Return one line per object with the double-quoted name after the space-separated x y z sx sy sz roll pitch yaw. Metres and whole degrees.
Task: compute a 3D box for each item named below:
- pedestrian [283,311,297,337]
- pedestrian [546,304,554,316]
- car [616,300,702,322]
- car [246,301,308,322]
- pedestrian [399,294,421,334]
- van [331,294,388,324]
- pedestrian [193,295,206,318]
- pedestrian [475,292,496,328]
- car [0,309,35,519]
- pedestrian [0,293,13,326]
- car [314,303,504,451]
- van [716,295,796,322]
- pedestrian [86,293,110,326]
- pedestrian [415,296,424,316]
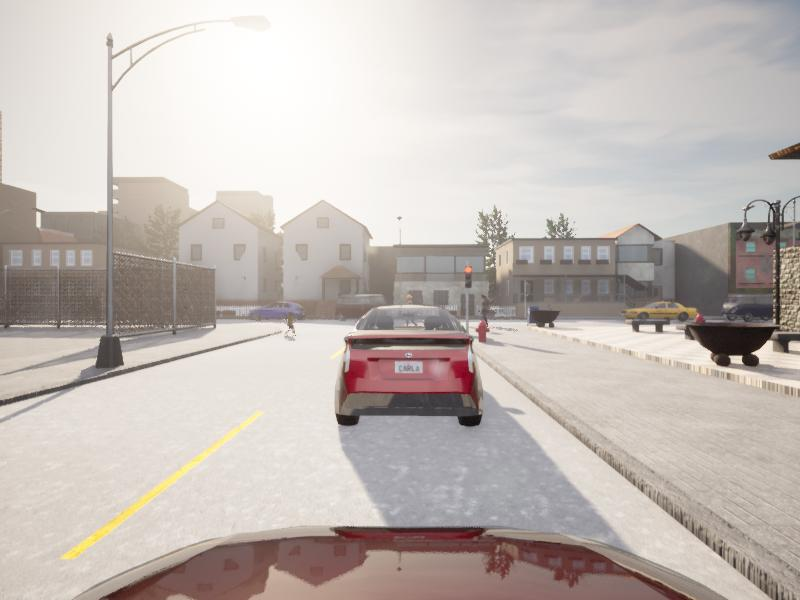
-4.698 1.017 17.079 0.500 1.100 0.500 0 0 -24 "pedestrian"
13.515 0.913 36.028 0.500 1.100 0.500 0 0 2 "pedestrian"
19.519 0.801 30.291 5.366 1.575 1.801 0 0 0 "car"
-9.377 0.854 30.602 4.193 1.474 1.816 0 0 8 "car"
0.474 0.637 18.767 0.751 1.860 0.751 0 0 -26 "pedestrian"
-2.981 0.595 28.714 1.775 1.987 4.442 0 0 -43 "van"
-16.826 0.533 33.590 0.751 1.860 0.751 0 0 5 "pedestrian"
4.552 0.525 21.272 0.751 1.860 0.751 0 0 -37 "pedestrian"
-4.006 0.835 0.741 2.128 1.511 4.902 0 0 1 "car"
-22.775 0.533 22.780 0.751 1.860 0.751 0 0 17 "pedestrian"
0.137 0.828 6.489 2.007 1.525 4.514 0 0 1 "car"
26.668 0.598 30.054 4.442 1.987 1.775 0 0 1 "van"
-17.005 0.534 22.514 0.751 1.860 0.751 0 0 7 "pedestrian"
1.784 0.533 36.567 0.751 1.860 0.751 0 0 2 "pedestrian"
